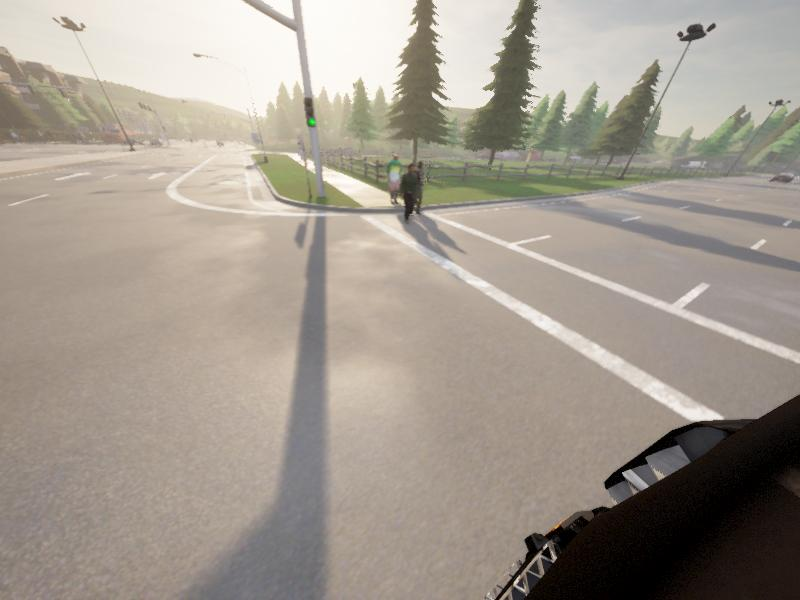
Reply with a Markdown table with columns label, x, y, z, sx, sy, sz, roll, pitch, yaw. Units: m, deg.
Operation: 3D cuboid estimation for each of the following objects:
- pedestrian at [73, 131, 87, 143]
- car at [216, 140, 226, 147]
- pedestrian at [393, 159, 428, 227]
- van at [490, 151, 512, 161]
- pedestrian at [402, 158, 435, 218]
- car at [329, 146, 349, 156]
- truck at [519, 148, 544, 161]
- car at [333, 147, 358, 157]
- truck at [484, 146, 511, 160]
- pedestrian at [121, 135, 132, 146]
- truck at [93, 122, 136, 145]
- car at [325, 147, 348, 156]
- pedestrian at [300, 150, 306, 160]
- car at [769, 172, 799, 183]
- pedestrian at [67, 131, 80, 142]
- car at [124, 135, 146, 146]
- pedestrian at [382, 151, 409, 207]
| label | x | y | z | sx | sy | sz | roll | pitch | yaw |
| --- | --- | --- | --- | --- | --- | --- | --- | --- | --- |
| pedestrian | -61.475 | -31.288 | 44.390 | 0.751 | 1.860 | 0.751 | -20 | 40 | -30 |
| car | -56.174 | -49.239 | 72.487 | 1.930 | 1.638 | 5.238 | -16 | 38 | -26 |
| pedestrian | 0.282 | -3.392 | 7.386 | 0.751 | 1.860 | 0.751 | -12 | 36 | -21 |
| van | 32.551 | -46.466 | 74.545 | 6.366 | 2.431 | 2.351 | -16 | 38 | -26 |
| pedestrian | 0.658 | -4.120 | 8.520 | 0.751 | 1.860 | 0.751 | -18 | 39 | -29 |
| car | -14.372 | -35.189 | 54.568 | 3.988 | 1.617 | 1.851 | -16 | 38 | -26 |
| truck | 48.931 | -53.862 | 85.744 | 8.468 | 3.827 | 2.891 | -16 | 38 | -26 |
| car | -12.292 | -33.552 | 52.241 | 4.856 | 1.649 | 2.033 | -16 | 38 | -26 |
| truck | 32.629 | -49.289 | 77.552 | 8.468 | 3.827 | 2.891 | -16 | 38 | -26 |
| pedestrian | -55.950 | -32.724 | 47.302 | 0.751 | 1.860 | 0.751 | -23 | 41 | -34 |
| truck | -63.719 | -37.364 | 51.960 | 2.891 | 3.827 | 8.468 | -16 | 38 | -26 |
| car | -15.760 | -36.914 | 57.308 | 5.027 | 1.651 | 2.152 | -16 | 38 | -26 |
| pedestrian | -13.008 | -19.512 | 31.121 | 0.500 | 1.100 | 0.500 | -13 | 37 | -23 |
| car | 65.671 | -20.979 | 39.527 | 4.674 | 1.442 | 1.812 | -16 | 38 | -26 |
| pedestrian | -68.618 | -34.393 | 48.552 | 0.751 | 1.860 | 0.751 | -18 | 39 | -29 |
| car | -58.888 | -35.596 | 51.446 | 1.905 | 1.878 | 3.866 | -16 | 38 | -26 |
| pedestrian | -0.216 | -4.817 | 9.228 | 0.751 | 1.860 | 0.751 | -14 | 37 | -24 |
